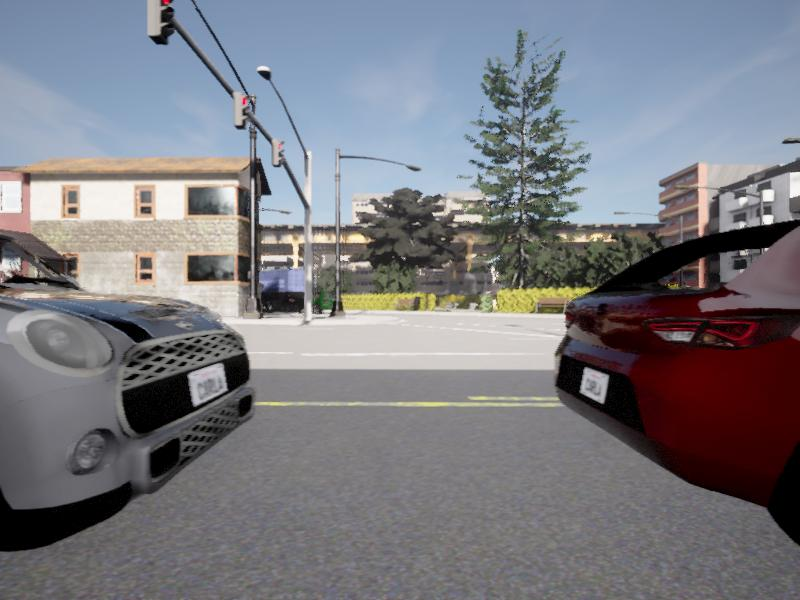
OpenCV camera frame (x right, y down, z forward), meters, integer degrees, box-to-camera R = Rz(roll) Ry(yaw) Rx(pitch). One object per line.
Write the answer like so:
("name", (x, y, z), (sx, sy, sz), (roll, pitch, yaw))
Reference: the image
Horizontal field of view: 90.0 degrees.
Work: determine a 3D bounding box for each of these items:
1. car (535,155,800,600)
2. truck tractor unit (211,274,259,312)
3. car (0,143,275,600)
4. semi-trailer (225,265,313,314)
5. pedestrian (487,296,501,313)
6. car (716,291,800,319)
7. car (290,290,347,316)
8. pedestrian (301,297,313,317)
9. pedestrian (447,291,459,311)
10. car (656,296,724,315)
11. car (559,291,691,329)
("car", (3.142, 0.274, 2.194), (4.193, 1.474, 1.816), (0, 0, 0))
("truck tractor unit", (-19.800, -0.772, 47.745), (3.053, 4.208, 6.516), (0, 0, -45))
("car", (-2.914, 0.256, 2.231), (3.806, 1.475, 1.970), (0, 0, 1))
("semi-trailer", (-14.222, -0.912, 42.135), (2.717, 4.402, 14.254), (0, -1, -45))
("pedestrian", (7.430, 0.371, 31.516), (0.751, 1.300, 0.751), (0, 0, -35))
("car", (23.828, 0.319, 26.362), (2.152, 1.651, 5.027), (0, 0, 1))
("car", (-7.223, 0.236, 35.075), (2.150, 2.045, 5.566), (0, 0, -45))
("pedestrian", (-5.314, 0.399, 22.886), (0.500, 1.100, 0.500), (0, 0, 31))
("pedestrian", (4.966, 0.127, 37.425), (0.751, 1.860, 0.751), (0, 0, -41))
("car", (23.936, 0.424, 33.295), (2.163, 1.488, 4.792), (0, 0, 1))
("car", (9.661, 0.382, 17.514), (1.812, 1.442, 4.674), (0, -1, -40))
